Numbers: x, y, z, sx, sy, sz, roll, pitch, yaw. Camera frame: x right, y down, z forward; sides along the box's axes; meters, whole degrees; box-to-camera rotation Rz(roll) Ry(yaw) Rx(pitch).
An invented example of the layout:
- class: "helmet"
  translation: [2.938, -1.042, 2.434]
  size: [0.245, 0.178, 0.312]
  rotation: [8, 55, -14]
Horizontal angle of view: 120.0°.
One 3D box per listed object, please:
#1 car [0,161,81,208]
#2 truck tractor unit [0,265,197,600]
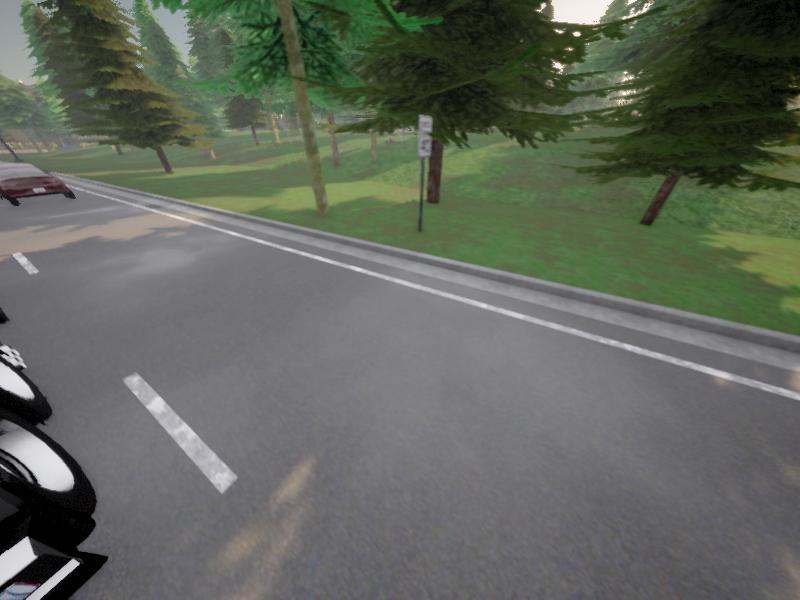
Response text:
- class: "car"
  translation: [-17.447, -5.493, 10.745]
  size: [4.674, 1.442, 1.812]
  rotation: [18, 39, 24]
- class: "truck tractor unit"
  translation: [-5.110, -0.303, 0.779]
  size: [6.516, 4.208, 3.053]
  rotation: [18, 39, 24]
